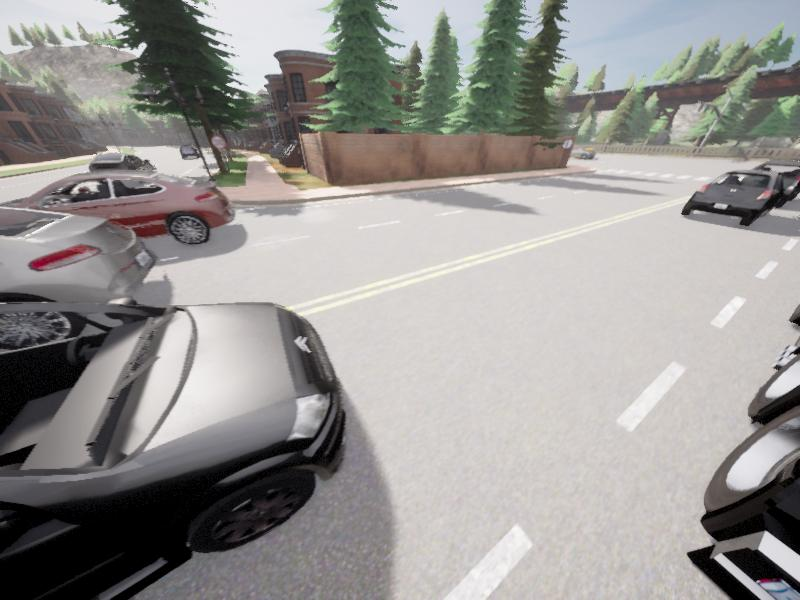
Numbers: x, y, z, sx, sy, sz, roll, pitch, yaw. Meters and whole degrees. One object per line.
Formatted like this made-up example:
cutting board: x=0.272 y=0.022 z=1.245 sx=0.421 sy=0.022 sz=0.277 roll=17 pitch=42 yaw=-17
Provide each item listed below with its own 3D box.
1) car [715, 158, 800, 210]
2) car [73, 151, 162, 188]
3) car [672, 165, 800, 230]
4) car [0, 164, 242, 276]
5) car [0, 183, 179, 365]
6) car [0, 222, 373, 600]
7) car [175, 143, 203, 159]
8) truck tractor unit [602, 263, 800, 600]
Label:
car: x=16.897 y=-5.371 z=10.473 sx=3.988 sy=1.617 sz=1.851 roll=-18 pitch=39 yaw=-24
car: x=-16.832 y=-8.126 z=14.166 sx=1.837 sy=1.490 sz=4.892 roll=-17 pitch=38 yaw=-23
car: x=12.051 y=-3.763 z=8.184 sx=3.633 sy=1.501 sz=1.845 roll=-18 pitch=39 yaw=-24
car: x=-7.101 y=-2.178 z=5.655 sx=5.027 sy=1.651 sz=2.152 roll=-18 pitch=39 yaw=-24
car: x=-6.377 y=-0.106 z=2.682 sx=5.027 sy=1.651 sz=2.152 roll=-18 pitch=39 yaw=-24
car: x=-2.404 y=0.917 z=1.261 sx=3.988 sy=1.617 sz=1.851 roll=-18 pitch=39 yaw=-24
car: x=-28.937 y=-20.547 z=31.801 sx=2.033 sy=1.649 sz=4.856 roll=-19 pitch=39 yaw=-26
truck tractor unit: x=5.109 y=-0.301 z=0.790 sx=6.516 sy=4.208 sz=3.053 roll=-18 pitch=39 yaw=-24
